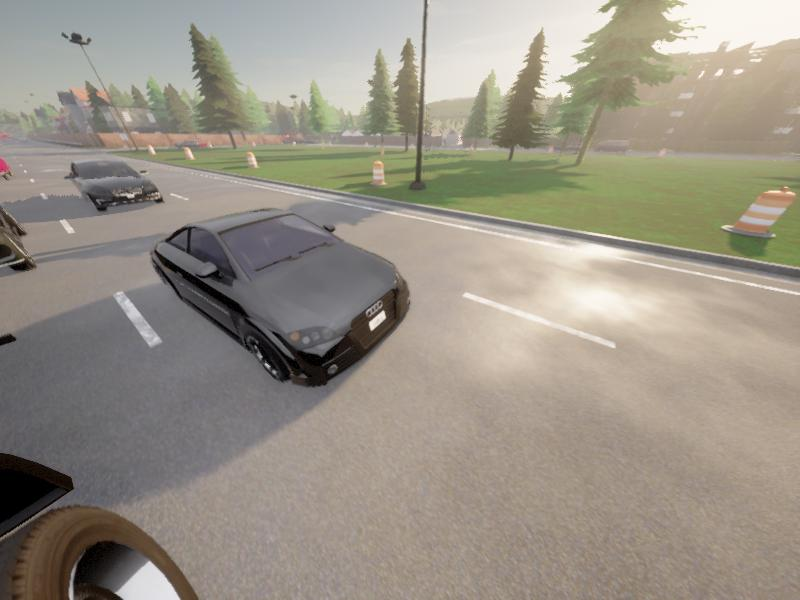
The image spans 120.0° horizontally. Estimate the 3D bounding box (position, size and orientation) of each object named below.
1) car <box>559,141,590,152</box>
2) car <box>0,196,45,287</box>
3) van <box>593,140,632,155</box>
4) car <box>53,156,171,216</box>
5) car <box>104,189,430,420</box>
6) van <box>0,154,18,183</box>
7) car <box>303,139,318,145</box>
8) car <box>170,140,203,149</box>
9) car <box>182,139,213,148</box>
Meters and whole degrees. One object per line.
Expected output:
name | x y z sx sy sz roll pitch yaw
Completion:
car | 35.495 -31.311 47.151 4.611 1.667 2.242 22 41 28
car | -9.638 -1.484 4.518 5.027 1.651 2.152 22 41 28
van | 36.221 -26.191 39.626 4.442 1.987 1.775 22 41 28
car | -11.418 -4.673 9.135 4.892 1.490 1.837 23 41 29
car | -1.933 -0.539 3.466 4.181 1.385 1.994 21 40 26
van | -24.563 -7.985 13.286 4.442 1.987 1.775 25 42 31
car | -31.903 -56.546 82.621 5.027 1.651 2.152 22 41 28
car | -45.755 -33.381 49.563 2.007 1.525 4.514 15 38 20
car | -47.012 -36.389 53.745 2.242 1.667 4.611 17 38 22
